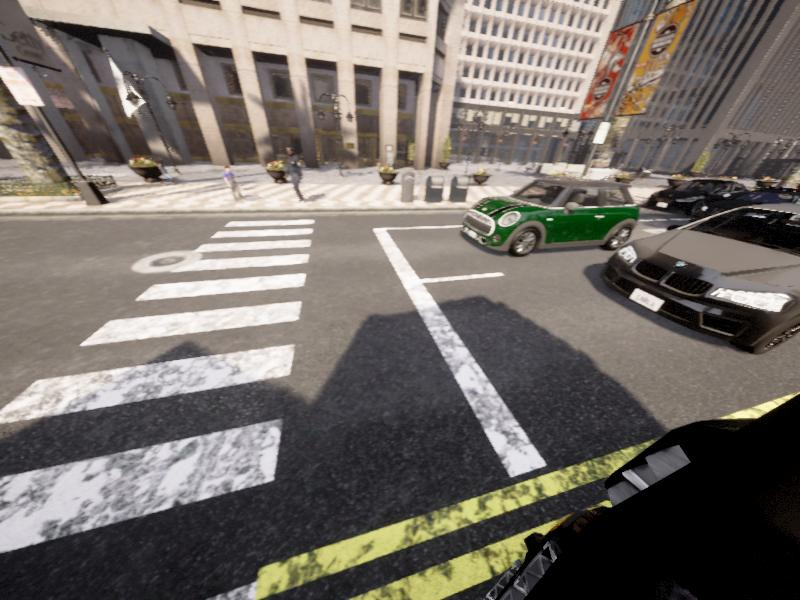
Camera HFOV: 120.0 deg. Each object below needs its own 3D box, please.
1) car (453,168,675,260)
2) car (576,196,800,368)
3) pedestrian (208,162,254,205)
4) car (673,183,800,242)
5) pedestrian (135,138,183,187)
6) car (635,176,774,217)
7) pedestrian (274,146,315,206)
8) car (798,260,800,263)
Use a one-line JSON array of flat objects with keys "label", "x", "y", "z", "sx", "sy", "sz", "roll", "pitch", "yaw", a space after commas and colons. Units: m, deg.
[{"label": "car", "x": 4.170, "y": -2.499, "z": 6.428, "sx": 4.553, "sy": 1.767, "sz": 2.097, "roll": -6, "pitch": 34, "yaw": -13}, {"label": "car", "x": 6.161, "y": -0.664, "z": 3.917, "sx": 4.611, "sy": 1.667, "sz": 2.242, "roll": -6, "pitch": 34, "yaw": -13}, {"label": "pedestrian", "x": -6.184, "y": -4.299, "z": 8.499, "sx": 0.751, "sy": 1.300, "sz": 0.751, "roll": 17, "pitch": 36, "yaw": 21}, {"label": "car", "x": 13.825, "y": -3.390, "z": 8.739, "sx": 4.974, "sy": 1.542, "sz": 2.038, "roll": -6, "pitch": 34, "yaw": -13}, {"label": "pedestrian", "x": -10.955, "y": -6.251, "z": 10.581, "sx": 0.751, "sy": 1.860, "sz": 0.751, "roll": -14, "pitch": 37, "yaw": -24}, {"label": "car", "x": 15.419, "y": -5.349, "z": 11.864, "sx": 4.792, "sy": 1.488, "sz": 2.163, "roll": -6, "pitch": 35, "yaw": -13}, {"label": "pedestrian", "x": -3.870, "y": -4.618, "z": 8.646, "sx": 0.751, "sy": 1.860, "sz": 0.751, "roll": 14, "pitch": 35, "yaw": 17}, {"label": "car", "x": 13.639, "y": -1.421, "z": 5.660, "sx": 4.856, "sy": 1.649, "sz": 2.033, "roll": -6, "pitch": 34, "yaw": -13}]
